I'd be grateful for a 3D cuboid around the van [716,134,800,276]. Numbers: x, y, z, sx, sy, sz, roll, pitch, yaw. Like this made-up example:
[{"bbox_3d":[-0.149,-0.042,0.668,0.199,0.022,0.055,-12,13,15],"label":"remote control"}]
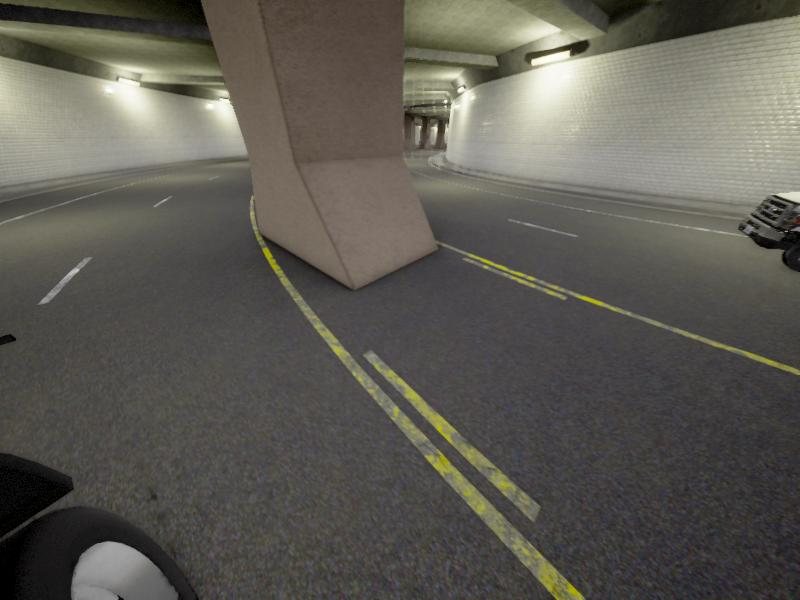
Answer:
[{"bbox_3d":[10.803,-1.137,3.513,6.366,2.431,2.351,23,41,29],"label":"van"}]
